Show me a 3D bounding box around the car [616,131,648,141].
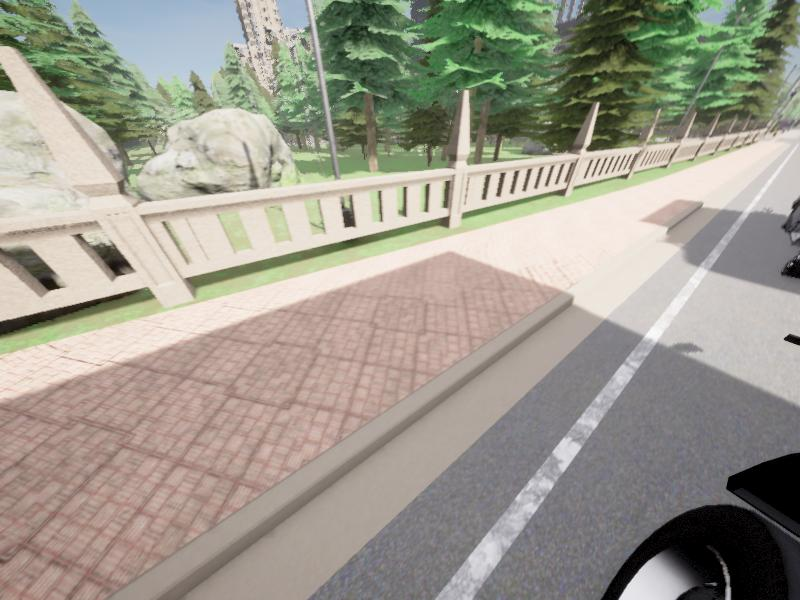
[{"bbox_3d":[47.521,-33.695,47.388,1.851,1.617,3.988,-23,41,-27],"label":"car"}]

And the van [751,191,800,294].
[{"bbox_3d":[9.454,-1.886,4.022,6.366,2.431,2.351,-23,41,-27],"label":"van"}]
